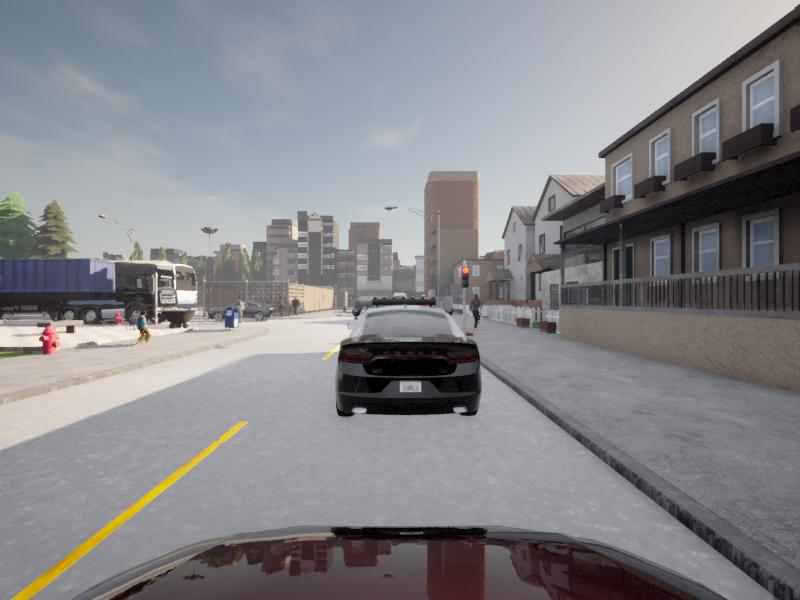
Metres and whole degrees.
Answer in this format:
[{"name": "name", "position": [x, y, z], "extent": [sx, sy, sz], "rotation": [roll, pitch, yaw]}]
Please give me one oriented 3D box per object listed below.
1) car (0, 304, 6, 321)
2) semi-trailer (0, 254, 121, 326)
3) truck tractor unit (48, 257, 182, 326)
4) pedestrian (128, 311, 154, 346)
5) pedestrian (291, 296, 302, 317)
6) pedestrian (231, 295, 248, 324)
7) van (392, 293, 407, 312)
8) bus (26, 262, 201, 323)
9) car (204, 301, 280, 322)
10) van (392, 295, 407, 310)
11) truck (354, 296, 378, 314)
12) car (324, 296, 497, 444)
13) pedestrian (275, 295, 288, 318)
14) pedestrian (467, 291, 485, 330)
[{"name": "car", "position": [-32.753, 0.944, 29.910], "extent": [4.718, 1.301, 1.895], "rotation": [0, 0, 1]}, {"name": "semi-trailer", "position": [-26.191, -0.618, 25.915], "extent": [14.254, 4.402, 2.717], "rotation": [0, 0, -1]}, {"name": "truck tractor unit", "position": [-18.279, -0.514, 26.011], "extent": [6.516, 4.208, 3.053], "rotation": [0, 0, -1]}, {"name": "pedestrian", "position": [-8.390, 0.905, 12.958], "extent": [0.500, 1.100, 0.500], "rotation": [0, 0, 14]}, {"name": "pedestrian", "position": [-9.262, 0.534, 35.692], "extent": [0.751, 1.860, 0.751], "rotation": [0, 0, 3]}, {"name": "pedestrian", "position": [-10.590, 0.637, 26.367], "extent": [0.751, 1.860, 0.751], "rotation": [0, 0, 39]}, {"name": "van", "position": [-0.076, 0.322, 57.479], "extent": [1.988, 2.561, 5.915], "rotation": [0, 0, -1]}, {"name": "bus", "position": [-20.896, -0.534, 29.798], "extent": [10.273, 4.253, 3.944], "rotation": [0, 0, 1]}, {"name": "car", "position": [-11.787, 0.836, 30.087], "extent": [4.902, 1.511, 2.128], "rotation": [0, 0, -4]}, {"name": "van", "position": [-0.060, 0.378, 66.241], "extent": [2.351, 2.431, 6.366], "rotation": [0, 0, -1]}, {"name": "truck", "position": [-4.111, 0.542, 49.206], "extent": [2.390, 2.098, 6.274], "rotation": [0, 0, 0]}, {"name": "car", "position": [0.062, 0.771, 7.066], "extent": [1.930, 1.638, 5.238], "rotation": [0, 0, -1]}, {"name": "pedestrian", "position": [-9.953, 0.534, 33.630], "extent": [0.751, 1.860, 0.751], "rotation": [0, 0, 42]}, {"name": "pedestrian", "position": [3.757, 0.514, 19.783], "extent": [0.751, 1.860, 0.751], "rotation": [0, 0, 0]}]
